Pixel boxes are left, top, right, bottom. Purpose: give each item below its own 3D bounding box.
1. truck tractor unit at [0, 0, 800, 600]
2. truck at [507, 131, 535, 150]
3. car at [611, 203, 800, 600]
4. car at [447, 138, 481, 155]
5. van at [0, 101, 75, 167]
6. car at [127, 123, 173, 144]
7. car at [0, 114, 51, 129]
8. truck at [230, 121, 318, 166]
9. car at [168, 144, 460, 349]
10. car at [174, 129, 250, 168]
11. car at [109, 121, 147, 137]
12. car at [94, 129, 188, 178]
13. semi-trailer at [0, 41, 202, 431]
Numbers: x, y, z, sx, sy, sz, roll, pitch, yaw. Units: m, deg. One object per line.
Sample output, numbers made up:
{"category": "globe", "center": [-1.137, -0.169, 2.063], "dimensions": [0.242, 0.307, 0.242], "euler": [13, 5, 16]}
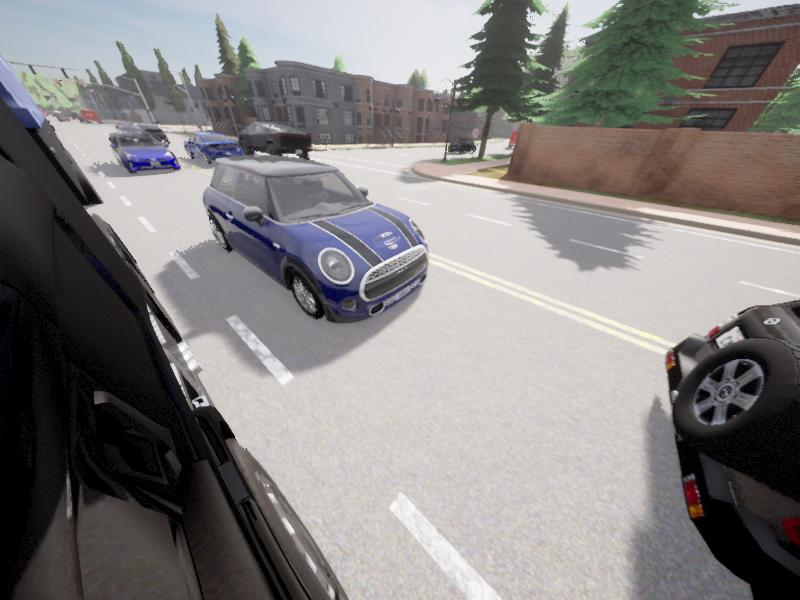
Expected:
{"category": "truck tractor unit", "center": [-2.645, -0.295, 0.351], "dimensions": [6.516, 4.208, 3.053], "euler": [28, 44, 30]}
{"category": "truck", "center": [20.808, -27.502, 39.742], "dimensions": [2.627, 2.467, 5.204], "euler": [25, 42, 27]}
{"category": "car", "center": [3.847, 1.403, 0.476], "dimensions": [4.605, 1.855, 1.932], "euler": [28, 43, 30]}
{"category": "car", "center": [7.466, -17.941, 26.889], "dimensions": [1.816, 1.474, 4.193], "euler": [30, 44, 31]}
{"category": "van", "center": [-20.097, -8.864, 12.175], "dimensions": [6.366, 2.431, 2.351], "euler": [28, 44, 30]}
{"category": "car", "center": [-24.497, -16.297, 22.611], "dimensions": [4.892, 1.490, 1.837], "euler": [27, 43, 30]}
{"category": "car", "center": [-51.866, -24.271, 31.451], "dimensions": [2.007, 1.525, 4.514], "euler": [29, 44, 31]}
{"category": "truck", "center": [-8.722, -10.859, 15.876], "dimensions": [6.274, 2.098, 2.390], "euler": [28, 44, 30]}
{"category": "car", "center": [-1.653, -1.496, 4.065], "dimensions": [4.553, 1.767, 2.097], "euler": [28, 44, 30]}
{"category": "car", "center": [-11.627, -9.446, 14.260], "dimensions": [5.008, 1.535, 1.882], "euler": [28, 44, 30]}
{"category": "car", "center": [-33.901, -21.273, 28.739], "dimensions": [5.357, 1.411, 2.033], "euler": [28, 44, 30]}
{"category": "car", "center": [-12.655, -7.258, 11.273], "dimensions": [4.514, 1.525, 2.007], "euler": [28, 44, 30]}
{"category": "semi-trailer", "center": [-8.699, -3.606, 4.227], "dimensions": [14.254, 4.402, 2.717], "euler": [28, 44, 30]}
